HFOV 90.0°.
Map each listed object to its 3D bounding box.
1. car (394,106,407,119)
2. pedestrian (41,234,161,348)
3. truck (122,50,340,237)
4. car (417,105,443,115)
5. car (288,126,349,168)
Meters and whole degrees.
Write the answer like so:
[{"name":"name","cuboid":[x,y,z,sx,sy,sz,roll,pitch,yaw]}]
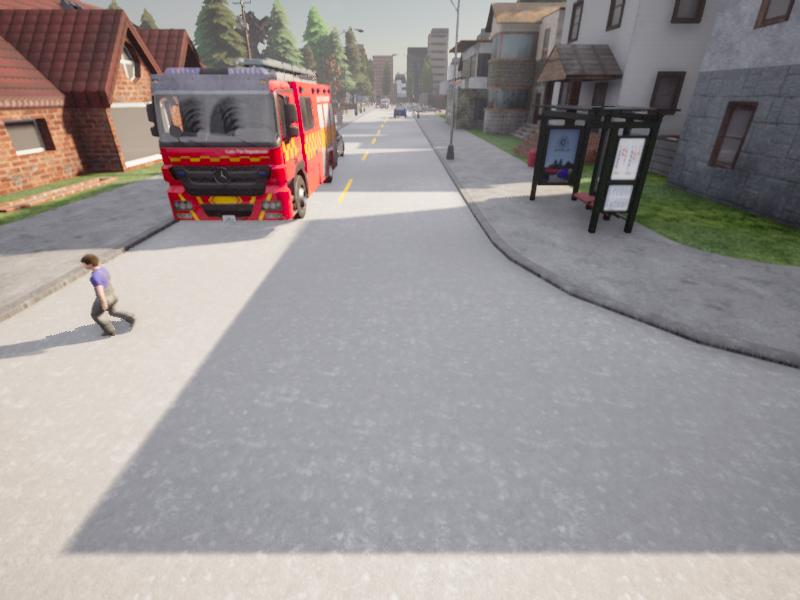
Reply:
[{"name":"car","cuboid":[0.015,-28.318,60.279,1.882,1.535,5.008,0,27,0]},{"name":"pedestrian","cuboid":[-3.950,-0.130,5.423,0.751,1.300,0.751,-4,27,-8]},{"name":"truck","cuboid":[-4.002,-5.130,12.475,2.891,3.827,8.468,0,27,0]},{"name":"car","cuboid":[5.840,-37.466,78.849,5.027,1.651,2.152,0,27,0]},{"name":"car","cuboid":[-3.994,-7.964,20.549,2.128,1.511,4.902,0,27,0]}]
